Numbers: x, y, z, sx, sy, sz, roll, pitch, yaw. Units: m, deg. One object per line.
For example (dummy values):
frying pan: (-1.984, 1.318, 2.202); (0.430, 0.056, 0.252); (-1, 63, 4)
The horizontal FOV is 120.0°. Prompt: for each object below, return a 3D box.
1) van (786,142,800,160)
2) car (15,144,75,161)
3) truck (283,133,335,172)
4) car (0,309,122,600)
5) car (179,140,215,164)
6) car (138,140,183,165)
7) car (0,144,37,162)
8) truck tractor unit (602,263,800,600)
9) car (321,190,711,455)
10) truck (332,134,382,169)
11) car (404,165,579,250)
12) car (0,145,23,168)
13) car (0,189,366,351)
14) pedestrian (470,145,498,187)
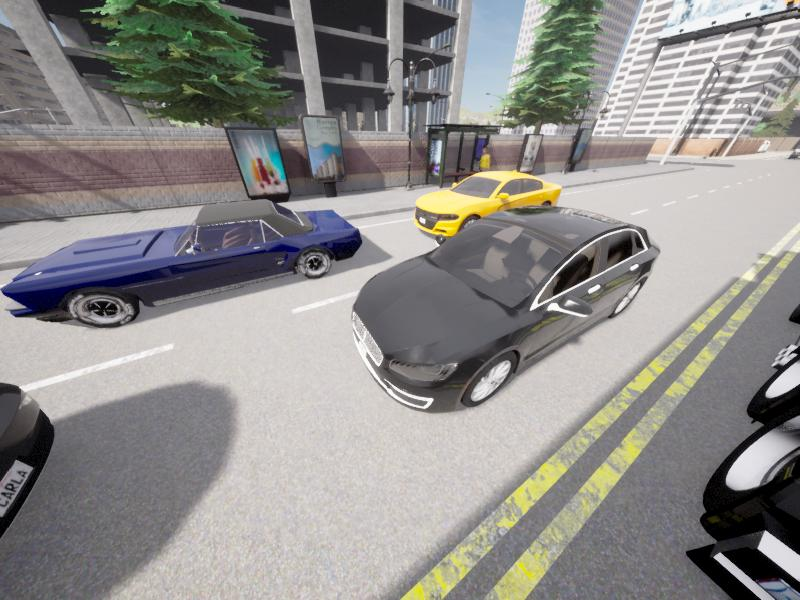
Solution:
van: (61.189, -22.550, 34.598); (5.915, 2.561, 1.988); (-18, 39, -24)
car: (-42.001, -17.627, 27.550); (1.882, 1.535, 5.008); (-18, 39, -25)
truck: (-7.735, -12.548, 19.513); (2.615, 2.467, 5.204); (-18, 39, -24)
car: (-4.522, 1.646, 0.292); (4.892, 1.490, 1.837); (-18, 39, -25)
car: (-21.174, -15.624, 24.286); (1.905, 1.878, 3.866); (-18, 39, -24)
car: (-23.719, -14.791, 23.070); (1.905, 1.878, 3.866); (-18, 39, -24)
car: (-45.164, -16.754, 26.298); (2.128, 1.511, 4.902); (-18, 39, -25)
truck tractor unit: (5.107, -0.304, 0.783); (6.516, 4.208, 3.053); (-18, 39, -24)
car: (1.721, -0.393, 3.266); (4.892, 1.490, 1.837); (-18, 39, -24)
truck: (-4.005, -13.770, 21.295); (2.615, 2.467, 5.204); (-18, 39, -24)
car: (2.771, -3.063, 7.069); (5.008, 1.535, 1.882); (-18, 39, -24)
car: (-37.007, -12.780, 20.568); (1.851, 1.617, 3.988); (-18, 39, -25)
car: (-3.233, -1.005, 4.282); (4.718, 1.301, 1.895); (-18, 39, -24)
pedestrian: (4.440, -7.090, 12.272); (0.751, 1.860, 0.751); (-12, 37, -17)
